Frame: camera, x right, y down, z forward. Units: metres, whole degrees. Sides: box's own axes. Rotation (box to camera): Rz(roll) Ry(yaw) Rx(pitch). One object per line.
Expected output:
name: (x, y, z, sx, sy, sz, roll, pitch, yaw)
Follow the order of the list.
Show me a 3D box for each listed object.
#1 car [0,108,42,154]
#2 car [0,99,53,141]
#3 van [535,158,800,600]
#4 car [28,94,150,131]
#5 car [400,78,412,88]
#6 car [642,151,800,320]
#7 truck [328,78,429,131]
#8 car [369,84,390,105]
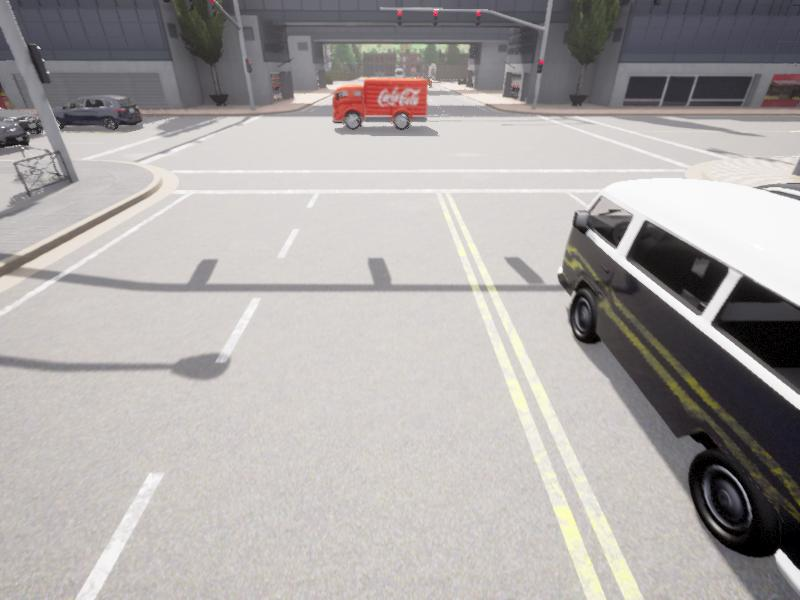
car: (-17.423, -6.891, 16.261, 3.633, 1.501, 1.845, 0, 30, -1)
car: (-20.360, -8.681, 19.227, 5.027, 1.651, 2.152, -1, 30, -1)
van: (3.135, 0.207, 3.666, 2.069, 2.038, 4.480, -1, 30, -1)
car: (-17.103, -10.479, 22.272, 4.611, 1.667, 2.242, 0, 30, 0)
car: (1.033, -37.244, 68.525, 1.994, 1.385, 4.181, 0, 30, -1)
car: (6.581, -1.209, 6.613, 2.038, 1.542, 4.974, 0, 30, -1)
truck: (-1.138, -10.954, 22.350, 5.204, 2.467, 2.627, -1, 30, -1)
car: (-1.923, -19.720, 38.344, 1.837, 1.490, 4.892, 0, 31, -1)
